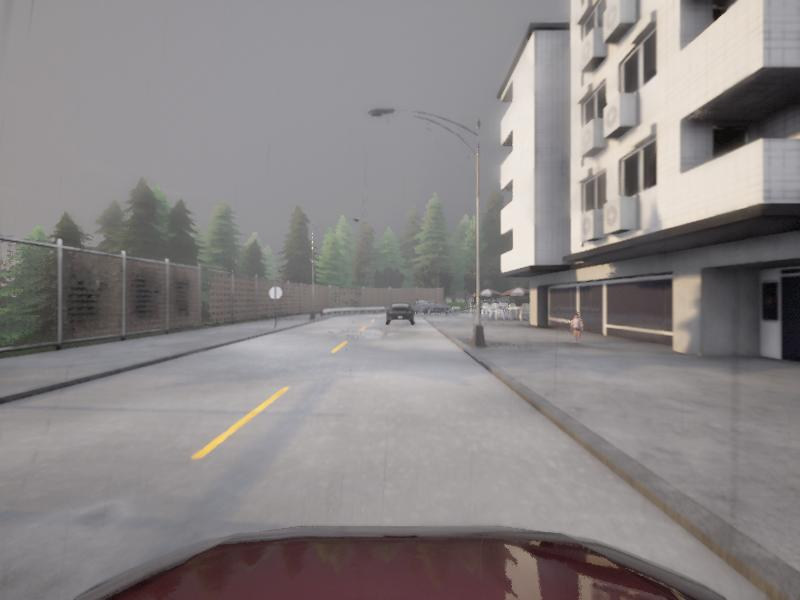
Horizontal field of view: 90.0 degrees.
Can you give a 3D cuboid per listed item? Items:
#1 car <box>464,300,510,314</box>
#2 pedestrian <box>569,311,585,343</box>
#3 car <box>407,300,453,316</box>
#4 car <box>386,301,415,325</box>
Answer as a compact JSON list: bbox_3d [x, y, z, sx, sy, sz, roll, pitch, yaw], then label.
[{"bbox_3d":[10.526,0.796,48.719,5.027,1.651,2.152,0,0,-1],"label":"car"},{"bbox_3d":[6.224,0.942,14.073,0.500,1.100,0.500,0,0,24],"label":"pedestrian"},{"bbox_3d":[3.320,0.795,43.012,5.027,1.651,2.152,0,-1,-45],"label":"car"},{"bbox_3d":[0.008,0.853,27.930,1.837,1.490,4.892,0,0,0],"label":"car"}]
